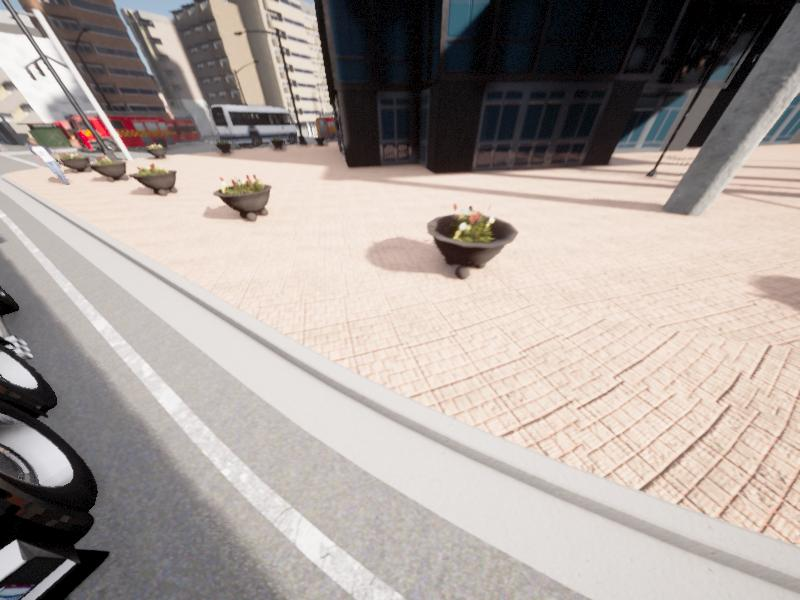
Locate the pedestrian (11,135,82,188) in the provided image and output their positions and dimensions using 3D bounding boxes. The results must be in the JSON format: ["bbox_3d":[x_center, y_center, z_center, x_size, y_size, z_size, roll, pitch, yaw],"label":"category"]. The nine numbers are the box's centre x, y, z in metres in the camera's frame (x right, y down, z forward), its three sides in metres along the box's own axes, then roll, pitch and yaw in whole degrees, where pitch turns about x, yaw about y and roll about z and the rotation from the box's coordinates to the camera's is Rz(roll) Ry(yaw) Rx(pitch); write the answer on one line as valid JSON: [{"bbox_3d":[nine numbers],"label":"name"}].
[{"bbox_3d":[-15.293,-6.040,10.083,0.751,1.860,0.751,-32,47,-33],"label":"pedestrian"}]

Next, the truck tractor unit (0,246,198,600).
[{"bbox_3d":[-5.103,-0.314,0.760,6.516,4.208,3.053,20,43,25],"label":"truck tractor unit"}]

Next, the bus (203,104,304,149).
[{"bbox_3d":[-18.933,-23.405,31.288,3.944,4.253,10.273,19,42,24],"label":"bus"}]

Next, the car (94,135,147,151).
[{"bbox_3d":[-36.532,-20.622,30.294,1.970,1.475,3.806,19,42,24],"label":"car"}]

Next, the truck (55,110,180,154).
[{"bbox_3d":[-33.541,-20.520,28.162,2.891,3.827,8.468,19,42,24],"label":"truck"}]

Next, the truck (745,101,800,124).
[{"bbox_3d":[82.222,-41.449,51.214,2.891,3.827,8.468,20,43,26],"label":"truck"}]

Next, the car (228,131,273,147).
[{"bbox_3d":[-21.652,-23.557,33.715,2.033,1.649,4.856,19,42,24],"label":"car"}]
